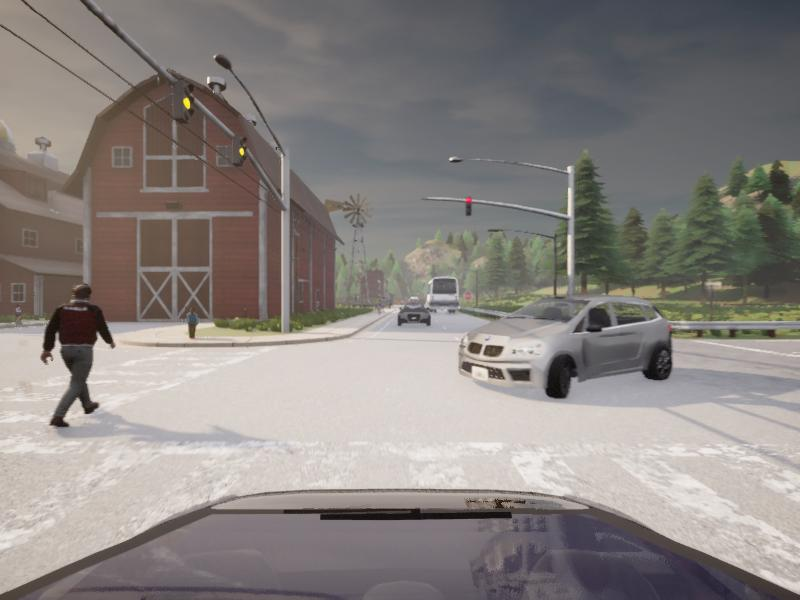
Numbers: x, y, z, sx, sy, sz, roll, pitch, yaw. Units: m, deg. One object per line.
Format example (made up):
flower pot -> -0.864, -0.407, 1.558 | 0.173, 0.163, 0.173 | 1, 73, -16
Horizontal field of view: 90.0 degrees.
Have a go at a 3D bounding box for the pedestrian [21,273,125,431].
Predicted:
pedestrian -> -4.150, 0.617, 5.143 | 0.751, 1.860, 0.751 | 0, 0, -9

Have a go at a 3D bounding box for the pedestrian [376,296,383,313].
pedestrian -> -2.271, 0.488, 44.013 | 0.751, 1.860, 0.751 | 0, 0, 4

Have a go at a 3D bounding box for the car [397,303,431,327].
car -> 0.905, 0.908, 25.664 | 1.994, 1.385, 4.181 | 0, 0, 2

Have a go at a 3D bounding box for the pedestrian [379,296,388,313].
pedestrian -> -1.822, 0.488, 43.512 | 0.751, 1.860, 0.751 | 0, 0, 26

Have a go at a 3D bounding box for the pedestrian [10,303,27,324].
pedestrian -> -20.587, 0.730, 21.591 | 0.500, 1.100, 0.500 | 0, 0, 14

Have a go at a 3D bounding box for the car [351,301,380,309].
car -> -5.932, 0.857, 69.778 | 4.792, 1.488, 2.163 | 0, 0, 0

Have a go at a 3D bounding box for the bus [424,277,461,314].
bus -> 5.159, -0.534, 50.729 | 3.944, 4.253, 10.273 | 0, 0, 2

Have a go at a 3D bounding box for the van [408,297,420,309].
van -> 2.445, 0.574, 69.820 | 2.069, 2.038, 4.480 | 0, 0, 2

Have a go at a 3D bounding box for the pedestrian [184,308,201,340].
pedestrian -> -7.374, 0.842, 14.195 | 0.500, 1.100, 0.500 | 0, 0, -32

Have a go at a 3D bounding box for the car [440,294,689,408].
car -> 3.346, 0.740, 7.980 | 4.611, 1.667, 2.242 | 0, 0, -30
